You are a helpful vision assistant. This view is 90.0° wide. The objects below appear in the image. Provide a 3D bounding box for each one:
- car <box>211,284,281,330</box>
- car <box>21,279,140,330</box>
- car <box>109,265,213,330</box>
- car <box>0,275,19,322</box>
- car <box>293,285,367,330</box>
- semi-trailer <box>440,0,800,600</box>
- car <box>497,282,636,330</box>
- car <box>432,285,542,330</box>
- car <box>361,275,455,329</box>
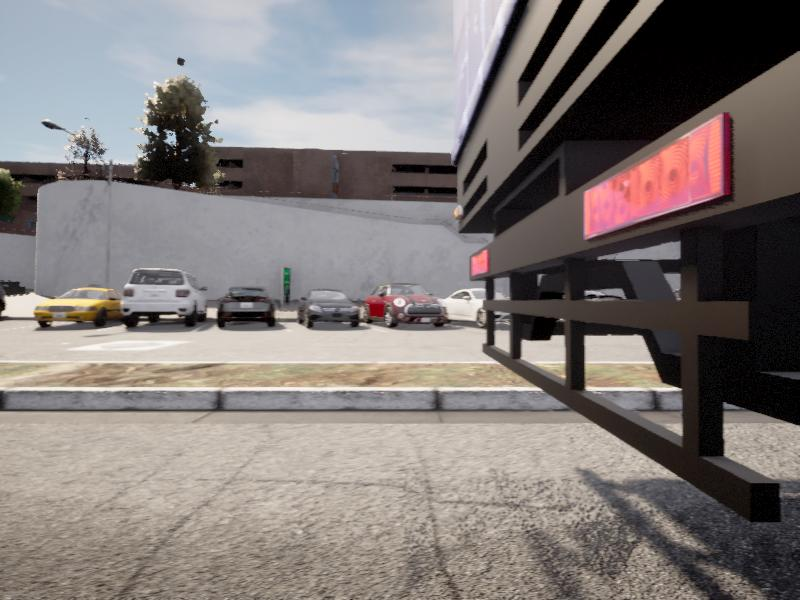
[{"bbox_3d":[-5.913,0.253,15.554,2.163,1.488,4.792,0,-1,-20],"label":"car"},{"bbox_3d":[-11.840,0.188,15.360,1.946,1.575,5.366,1,-1,-20],"label":"car"},{"bbox_3d":[-8.911,-0.040,15.559,2.435,2.045,5.566,0,-1,-20],"label":"car"},{"bbox_3d":[-17.891,-0.107,15.514,2.435,2.045,5.566,1,-1,-20],"label":"car"},{"bbox_3d":[-2.888,0.275,15.529,2.002,1.452,4.674,1,-1,-20],"label":"car"},{"bbox_3d":[7.436,-1.226,1.696,14.254,4.402,2.717,0,0,0],"label":"semi-trailer"},{"bbox_3d":[6.112,0.232,15.512,2.097,1.535,5.008,0,-1,-20],"label":"car"},{"bbox_3d":[3.112,0.275,15.524,2.002,1.452,4.674,1,-1,-20],"label":"car"},{"bbox_3d":[0.101,0.110,15.556,2.185,1.767,4.553,1,-1,-20],"label":"car"}]
